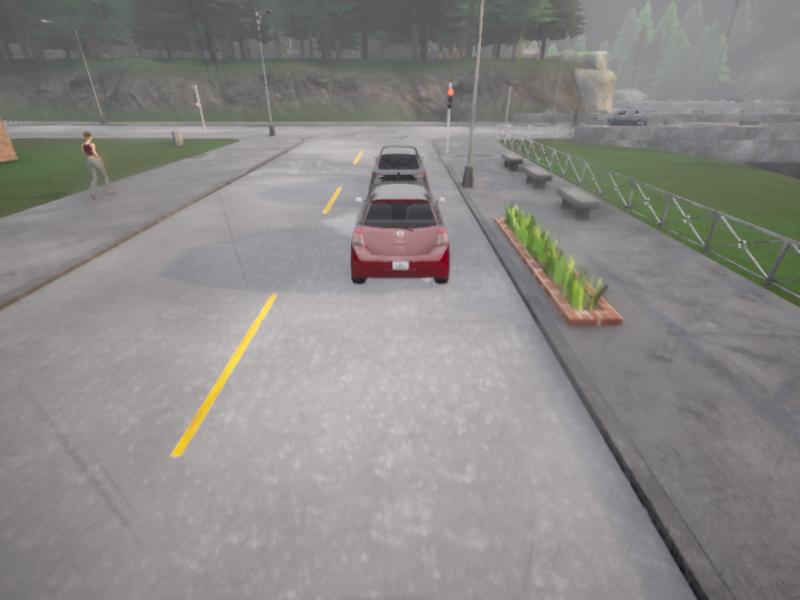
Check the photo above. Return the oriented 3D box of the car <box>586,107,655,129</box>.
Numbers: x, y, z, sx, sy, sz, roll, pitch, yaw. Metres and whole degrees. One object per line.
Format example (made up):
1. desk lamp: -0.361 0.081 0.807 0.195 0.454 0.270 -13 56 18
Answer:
1. car: 19.442 -16.206 35.543 4.611 1.667 2.242 0 28 0

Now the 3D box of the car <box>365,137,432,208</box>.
1. car: -0.030 -4.274 12.977 1.816 1.474 4.193 0 28 0

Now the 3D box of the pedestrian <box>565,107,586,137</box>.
1. pedestrian: 11.871 -12.061 27.131 0.751 1.860 0.751 0 28 0

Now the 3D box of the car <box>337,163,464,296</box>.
1. car: 0.004 -1.578 7.780 1.845 1.501 3.633 0 28 0

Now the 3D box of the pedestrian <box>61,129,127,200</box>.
1. pedestrian: -8.848 -3.944 11.641 0.751 1.860 0.751 2 28 3
